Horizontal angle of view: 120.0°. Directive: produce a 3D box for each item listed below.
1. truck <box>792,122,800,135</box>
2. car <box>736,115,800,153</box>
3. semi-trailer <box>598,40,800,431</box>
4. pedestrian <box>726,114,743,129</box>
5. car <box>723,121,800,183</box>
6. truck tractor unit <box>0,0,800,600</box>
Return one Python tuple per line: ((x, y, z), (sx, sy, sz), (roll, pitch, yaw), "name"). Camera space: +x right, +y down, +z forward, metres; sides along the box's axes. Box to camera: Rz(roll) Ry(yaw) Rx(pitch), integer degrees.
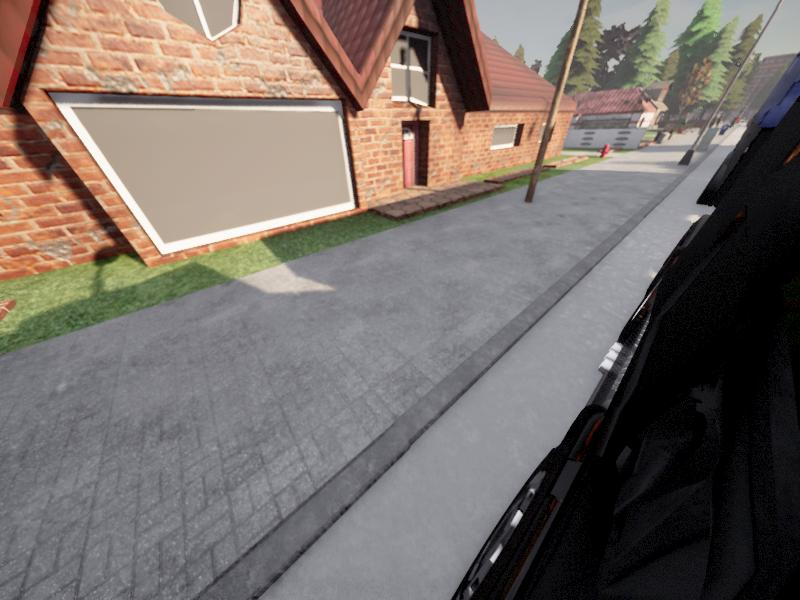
((46.066, -19.508, 24.998), (5.204, 2.467, 2.627), (-28, 44, -30), "truck")
((25.524, -11.492, 15.950), (3.866, 1.878, 1.905), (-28, 44, -30), "car")
((8.693, -3.602, 4.241), (14.254, 4.402, 2.717), (-28, 44, -30), "semi-trailer")
((53.989, -28.813, 37.310), (0.751, 1.860, 0.751), (-29, 44, -31), "pedestrian")
((15.903, -6.338, 9.693), (4.605, 1.855, 1.932), (-27, 43, -31), "car")
((2.645, -0.295, 0.351), (6.516, 4.208, 3.053), (-28, 44, -30), "truck tractor unit")
